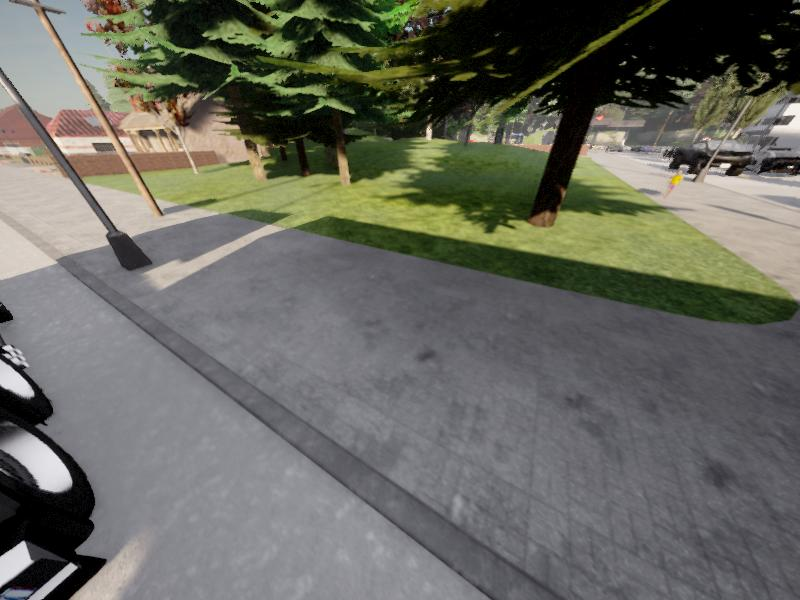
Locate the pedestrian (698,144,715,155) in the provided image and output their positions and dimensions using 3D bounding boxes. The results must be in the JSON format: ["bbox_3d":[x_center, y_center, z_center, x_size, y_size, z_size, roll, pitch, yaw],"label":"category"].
[{"bbox_3d":[47.146,-23.190,35.568,0.751,1.300,0.751,2,35,4],"label":"pedestrian"}]

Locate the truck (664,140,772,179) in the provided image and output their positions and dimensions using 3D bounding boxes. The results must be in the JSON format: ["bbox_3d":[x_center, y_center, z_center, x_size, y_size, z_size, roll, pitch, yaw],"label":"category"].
[{"bbox_3d":[23.195,-10.755,17.426,2.390,2.098,6.274,18,38,24],"label":"truck"}]

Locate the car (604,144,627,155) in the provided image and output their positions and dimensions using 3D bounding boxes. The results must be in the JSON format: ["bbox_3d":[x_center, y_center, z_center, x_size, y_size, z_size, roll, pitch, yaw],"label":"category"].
[{"bbox_3d":[42.041,-29.486,45.226,2.152,1.651,5.027,18,39,24],"label":"car"}]

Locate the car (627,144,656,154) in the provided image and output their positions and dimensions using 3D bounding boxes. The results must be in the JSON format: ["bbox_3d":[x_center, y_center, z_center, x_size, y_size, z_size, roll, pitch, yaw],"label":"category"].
[{"bbox_3d":[45.621,-28.679,43.794,2.033,1.411,5.357,14,37,20],"label":"car"}]

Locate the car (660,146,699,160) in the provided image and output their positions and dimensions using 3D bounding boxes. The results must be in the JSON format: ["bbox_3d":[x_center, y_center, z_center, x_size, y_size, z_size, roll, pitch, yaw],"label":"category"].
[{"bbox_3d":[36.504,-19.335,30.343,1.895,1.301,4.718,18,39,24],"label":"car"}]

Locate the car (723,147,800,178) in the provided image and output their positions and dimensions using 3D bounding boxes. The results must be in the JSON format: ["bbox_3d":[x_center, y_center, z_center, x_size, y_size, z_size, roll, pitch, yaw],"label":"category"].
[{"bbox_3d":[27.644,-10.432,17.325,1.930,1.638,5.238,18,38,24],"label":"car"}]

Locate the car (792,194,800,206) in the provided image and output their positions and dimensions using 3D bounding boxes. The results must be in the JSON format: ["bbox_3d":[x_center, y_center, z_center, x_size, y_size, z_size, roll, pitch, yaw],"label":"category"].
[{"bbox_3d":[16.223,-3.367,7.414,1.816,1.474,4.193,18,39,24],"label":"car"}]

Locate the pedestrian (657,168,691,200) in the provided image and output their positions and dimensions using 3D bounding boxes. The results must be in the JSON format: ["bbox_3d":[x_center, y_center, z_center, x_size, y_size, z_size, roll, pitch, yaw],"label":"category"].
[{"bbox_3d":[11.567,-4.918,9.783,0.500,1.100,0.500,29,44,35],"label":"pedestrian"}]

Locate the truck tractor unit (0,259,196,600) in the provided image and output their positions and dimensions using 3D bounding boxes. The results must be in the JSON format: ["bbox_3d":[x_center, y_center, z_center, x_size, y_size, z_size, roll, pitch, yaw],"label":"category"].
[{"bbox_3d":[-5.102,-0.310,0.789,6.516,4.208,3.053,19,39,24],"label":"truck tractor unit"}]
